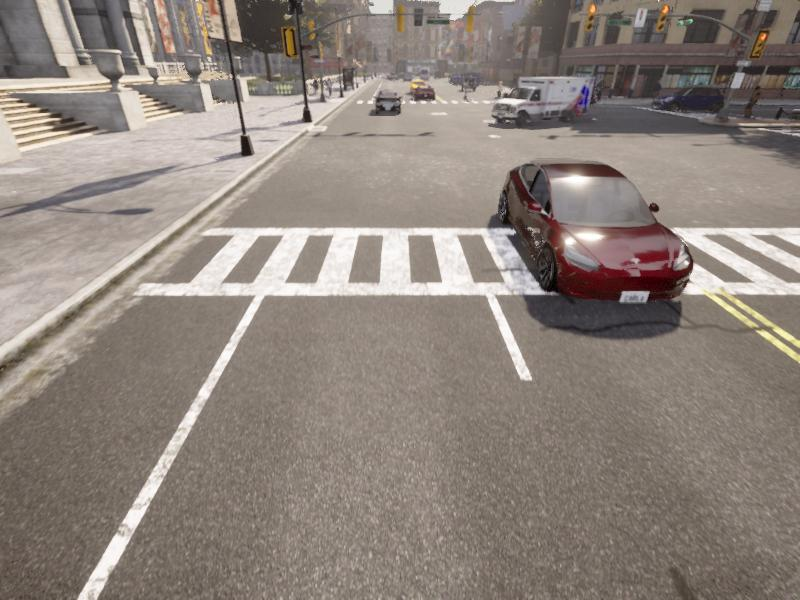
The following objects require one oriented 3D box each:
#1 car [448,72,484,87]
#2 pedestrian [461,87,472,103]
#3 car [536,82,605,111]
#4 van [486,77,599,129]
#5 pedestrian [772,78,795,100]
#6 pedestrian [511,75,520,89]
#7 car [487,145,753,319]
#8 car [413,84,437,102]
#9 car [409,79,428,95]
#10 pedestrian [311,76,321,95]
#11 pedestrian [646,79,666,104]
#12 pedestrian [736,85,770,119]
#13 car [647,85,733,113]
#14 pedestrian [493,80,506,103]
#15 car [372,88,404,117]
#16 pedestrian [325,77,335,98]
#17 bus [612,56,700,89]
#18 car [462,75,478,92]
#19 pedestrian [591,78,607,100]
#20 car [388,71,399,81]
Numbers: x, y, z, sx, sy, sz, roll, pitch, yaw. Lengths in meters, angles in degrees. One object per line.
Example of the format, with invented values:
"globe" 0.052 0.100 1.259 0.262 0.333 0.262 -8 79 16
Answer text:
"car" 11.245 -37.609 68.118 5.566 2.045 2.150 20 37 31
"pedestrian" 6.164 -19.147 37.314 0.751 1.300 0.751 -3 31 -6
"car" 13.679 -16.432 32.197 4.605 1.855 1.932 16 34 26
"van" 8.495 -11.880 23.870 6.366 2.431 2.351 -16 34 -26
"pedestrian" 36.992 -20.334 38.627 0.751 1.860 0.751 2 30 3
"pedestrian" 17.036 -32.240 59.132 0.751 1.860 0.751 -11 32 -19
"car" 3.181 -1.602 7.257 2.163 1.488 4.792 0 30 0
"car" 2.418 -20.616 39.782 1.994 1.385 4.181 0 30 -1
"car" 2.201 -25.741 48.351 1.882 1.535 5.008 -1 30 -1
"pedestrian" -9.281 -23.757 44.246 0.751 1.860 0.751 0 30 -1
"pedestrian" 22.276 -18.153 34.839 0.751 1.860 0.751 -11 32 -18
"pedestrian" 22.038 -12.372 24.998 0.751 1.860 0.751 -7 31 -12
"car" 21.833 -15.249 30.300 4.553 1.767 2.097 1 30 1
"pedestrian" 9.143 -19.145 36.772 0.751 1.860 0.751 -5 31 -9
"car" -0.858 -14.433 29.085 2.128 1.511 4.902 0 30 -1
"pedestrian" -7.101 -21.510 40.426 0.751 1.860 0.751 -7 31 -13
"bus" 39.814 -35.626 62.697 10.273 4.253 3.944 -1 30 -1
"car" 9.473 -29.624 54.668 1.932 1.855 4.605 4 31 6
"pedestrian" 19.423 -20.662 39.104 0.751 1.860 0.751 -5 31 -9
"car" -1.466 -50.608 90.380 1.932 1.855 4.605 3 32 5
